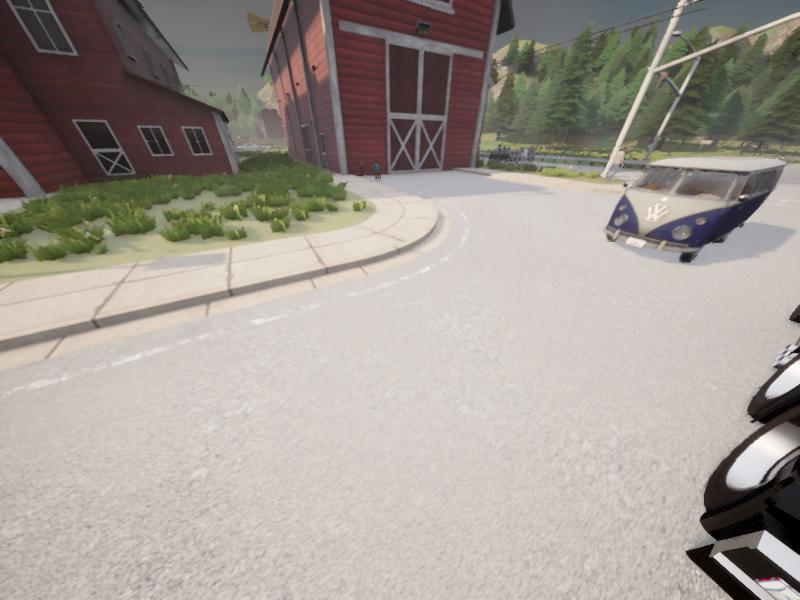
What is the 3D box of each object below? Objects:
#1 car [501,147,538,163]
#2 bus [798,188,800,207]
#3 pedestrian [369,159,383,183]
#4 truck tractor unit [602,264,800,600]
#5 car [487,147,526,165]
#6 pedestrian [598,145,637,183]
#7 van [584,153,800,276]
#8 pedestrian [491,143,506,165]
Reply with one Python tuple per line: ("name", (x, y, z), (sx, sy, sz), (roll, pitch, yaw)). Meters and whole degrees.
("car", (15.220, -18.597, 29.559), (1.845, 1.501, 3.633), (-17, 39, -24))
("bus", (19.261, -5.194, 7.919), (10.273, 4.253, 3.944), (-23, 42, -29))
("pedestrian", (-1.345, -7.250, 13.009), (0.500, 1.100, 0.500), (-23, 41, -30))
("truck tractor unit", (5.107, -0.306, 0.780), (6.516, 4.208, 3.053), (-18, 39, -24))
("car", (12.587, -17.204, 27.516), (1.789, 1.549, 3.705), (-17, 38, -24))
("pedestrian", (12.750, -8.001, 13.609), (0.751, 1.860, 0.751), (8, 36, 11))
("van", (7.108, -2.358, 5.671), (4.442, 1.987, 1.775), (-18, 39, -24))
("pedestrian", (10.174, -15.173, 23.997), (0.751, 1.860, 0.751), (-18, 39, -24))
